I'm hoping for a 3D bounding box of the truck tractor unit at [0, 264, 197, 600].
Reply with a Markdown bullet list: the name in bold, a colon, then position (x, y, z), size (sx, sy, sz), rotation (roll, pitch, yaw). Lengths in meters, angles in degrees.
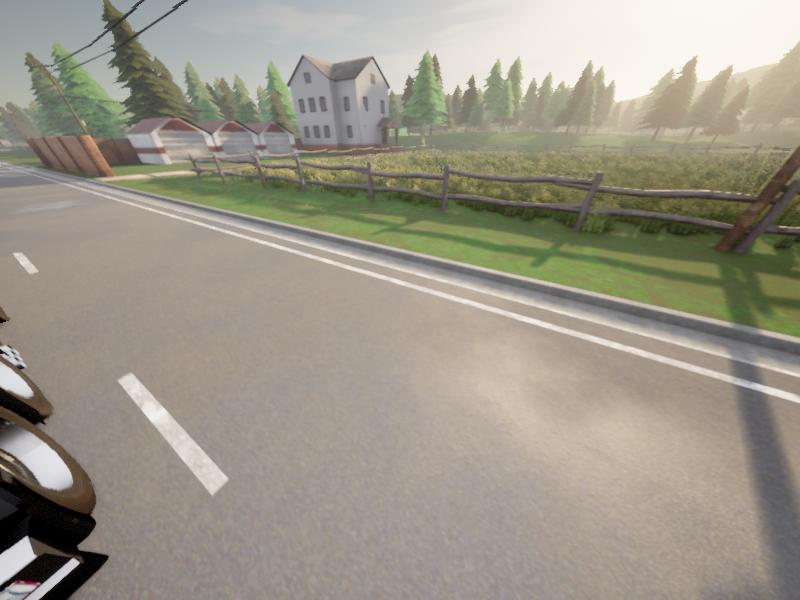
- **truck tractor unit**: position (-5.112, -0.300, 0.776), size (6.516, 4.208, 3.053), rotation (18, 39, 24)
